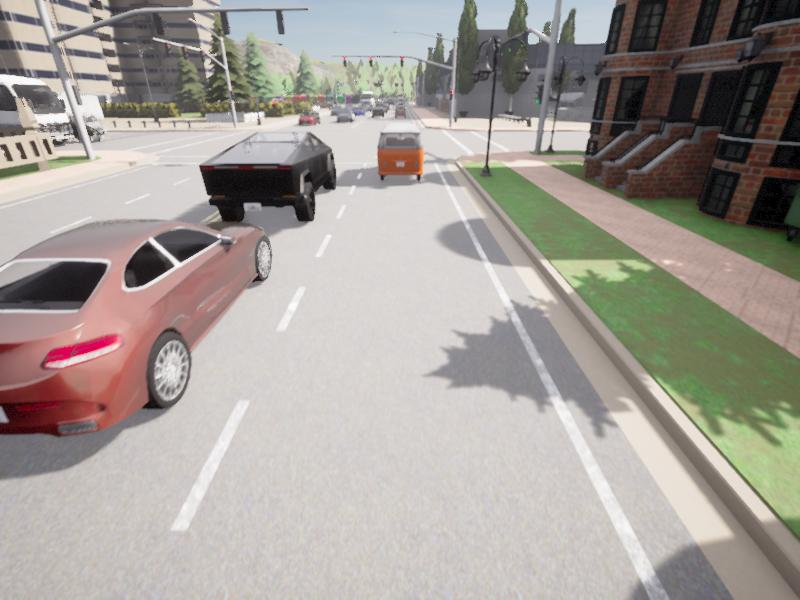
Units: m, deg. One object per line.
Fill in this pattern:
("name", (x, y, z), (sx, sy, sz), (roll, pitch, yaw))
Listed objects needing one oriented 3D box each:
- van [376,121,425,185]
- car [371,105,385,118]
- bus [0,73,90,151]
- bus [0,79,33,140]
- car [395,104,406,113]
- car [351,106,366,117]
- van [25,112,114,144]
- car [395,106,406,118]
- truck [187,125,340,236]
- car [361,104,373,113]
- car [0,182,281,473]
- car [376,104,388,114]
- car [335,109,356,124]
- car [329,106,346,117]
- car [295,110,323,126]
("van", (0.031, -6.308, 16.850), (1.775, 1.987, 4.442), (0, 27, 0))
("car", (-3.419, -30.212, 64.063), (1.930, 1.638, 5.238), (0, 27, 0))
("bus", (-27.231, -12.054, 25.738), (10.273, 4.253, 3.944), (0, 27, 0))
("bus", (-36.820, -15.124, 31.796), (10.273, 4.253, 3.944), (0, 27, 0))
("car", (0.099, -37.472, 78.320), (2.038, 1.542, 4.974), (0, 27, 0))
("car", (-6.914, -31.805, 67.404), (2.007, 1.525, 4.514), (0, 27, 0))
("van", (-24.044, -12.579, 29.246), (4.442, 1.987, 1.775), (0, 27, 0))
("car", (0.080, -29.515, 62.762), (1.789, 1.549, 3.705), (0, 27, 0))
("truck", (-3.482, -3.918, 12.063), (2.390, 2.098, 6.274), (0, 27, 0))
("car", (-6.896, -39.890, 83.250), (2.128, 1.511, 4.902), (0, 27, 0))
("car", (-3.489, -0.301, 5.500), (2.152, 1.651, 5.027), (0, 27, 0))
("car", (-3.403, -37.142, 77.629), (2.033, 1.649, 4.856), (0, 27, 0))
("car", (-6.935, -23.590, 51.230), (2.038, 1.542, 4.974), (0, 27, 0))
("car", (-10.416, -31.517, 66.706), (2.038, 1.542, 4.974), (0, 27, 0))
("car", (-10.503, -21.231, 46.633), (2.007, 1.525, 4.514), (1, 27, 2))
